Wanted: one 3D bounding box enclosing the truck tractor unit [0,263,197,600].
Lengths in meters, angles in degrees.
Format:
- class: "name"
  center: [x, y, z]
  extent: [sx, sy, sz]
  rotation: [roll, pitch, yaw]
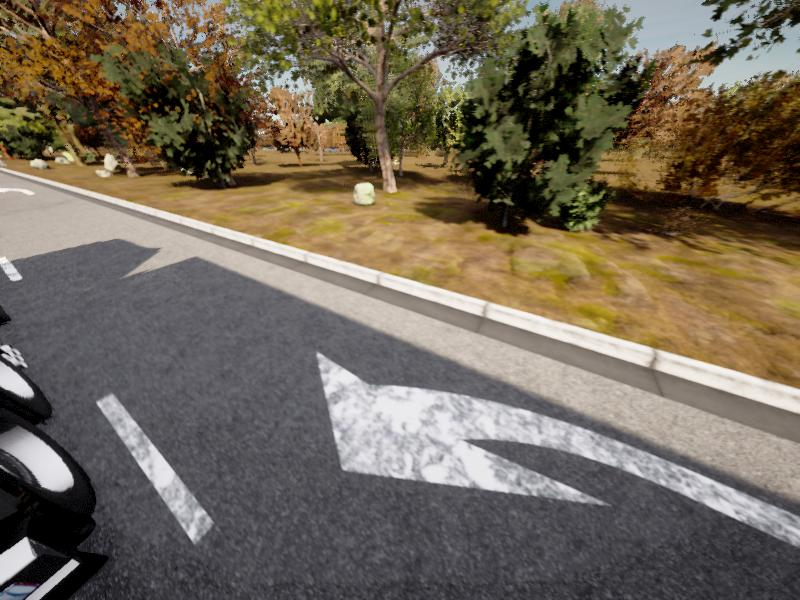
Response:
- class: "truck tractor unit"
  center: [-5.111, -0.301, 0.779]
  extent: [6.516, 4.208, 3.053]
  rotation: [18, 39, 24]
